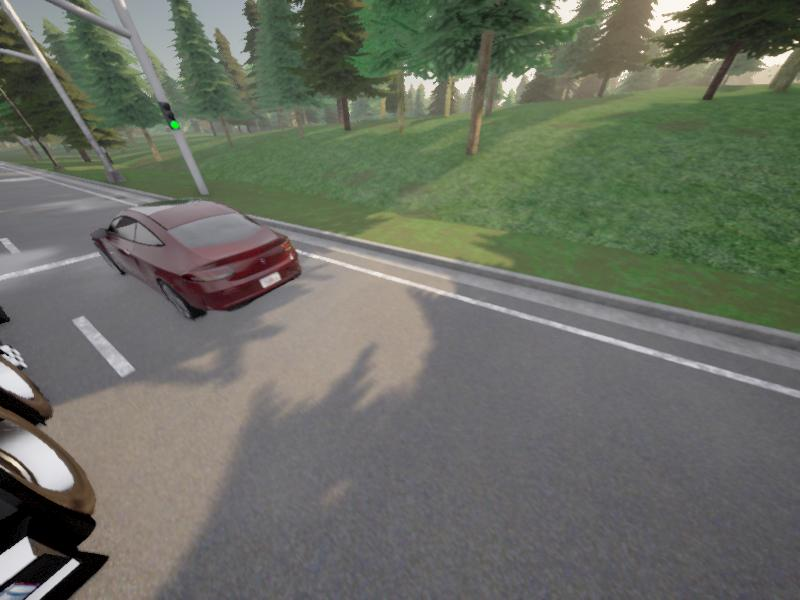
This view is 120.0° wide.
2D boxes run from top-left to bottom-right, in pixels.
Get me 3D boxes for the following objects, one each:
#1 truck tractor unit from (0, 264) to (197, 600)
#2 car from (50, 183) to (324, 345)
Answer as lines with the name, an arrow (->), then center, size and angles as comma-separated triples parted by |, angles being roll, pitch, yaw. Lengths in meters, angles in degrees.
truck tractor unit -> -5.112, -0.301, 0.778 | 6.516, 4.208, 3.053 | 18, 39, 24
car -> -3.944, -1.098, 4.337 | 4.674, 1.442, 1.812 | 18, 39, 24
